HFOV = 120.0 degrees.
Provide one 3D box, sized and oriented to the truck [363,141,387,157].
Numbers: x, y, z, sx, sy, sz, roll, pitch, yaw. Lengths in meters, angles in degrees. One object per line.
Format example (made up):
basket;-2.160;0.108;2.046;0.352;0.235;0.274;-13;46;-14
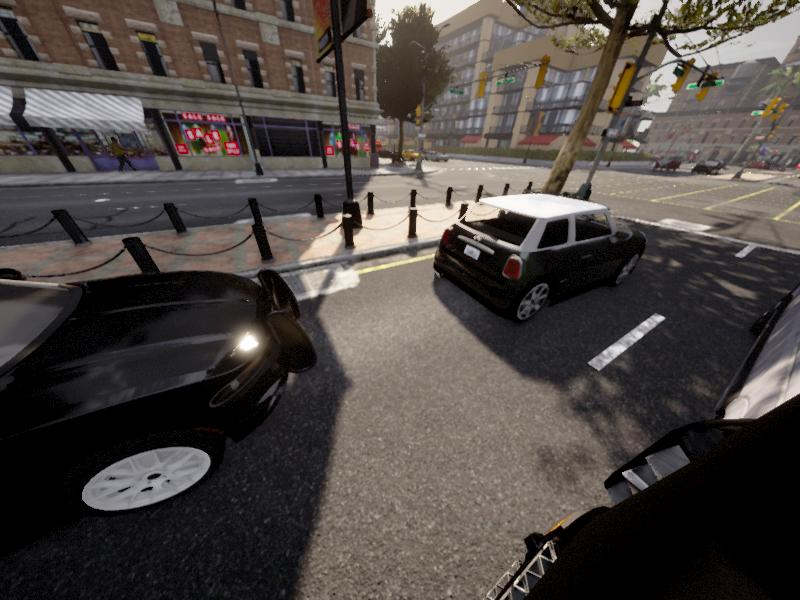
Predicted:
truck;-4.997;-29.818;45.498;2.627;2.467;5.204;-17;38;-26

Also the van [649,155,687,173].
van;37.569;-19.134;32.377;4.442;1.987;1.775;-17;38;-25

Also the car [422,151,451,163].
car;5.720;-22.691;36.558;1.895;1.301;4.718;-17;38;-26

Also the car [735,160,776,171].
car;72.023;-27.436;46.938;1.851;1.617;3.988;0;34;-3

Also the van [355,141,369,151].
van;-11.978;-48.326;72.454;1.988;2.561;5.915;-17;38;-26

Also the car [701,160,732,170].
car;59.627;-25.488;43.494;5.357;1.411;2.033;-16;38;-25

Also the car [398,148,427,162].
car;1.847;-22.736;36.164;1.801;1.575;5.366;-17;38;-26

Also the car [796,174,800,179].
car;52.275;-15.952;28.775;5.027;1.651;2.152;-17;38;-25

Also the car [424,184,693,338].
car;2.634;-1.047;4.152;3.806;1.475;1.970;-15;38;-23

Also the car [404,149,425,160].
car;2.529;-25.894;40.973;1.970;1.475;3.806;-17;38;-26

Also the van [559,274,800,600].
van;4.031;0.380;1.199;5.915;2.561;1.988;-17;39;-25

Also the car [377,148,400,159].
car;-2.031;-25.701;40.443;3.806;1.475;1.970;27;41;32

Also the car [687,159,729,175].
car;41.374;-17.868;31.013;5.238;1.638;1.930;-17;38;-25

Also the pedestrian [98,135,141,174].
pedestrian;-16.384;-8.527;13.560;0.751;1.860;0.751;-16;38;-24

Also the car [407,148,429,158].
car;3.509;-28.809;45.331;1.837;1.490;4.892;-17;38;-26

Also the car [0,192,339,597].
car;-3.268;0.647;1.178;5.238;1.638;1.930;-17;38;-25
